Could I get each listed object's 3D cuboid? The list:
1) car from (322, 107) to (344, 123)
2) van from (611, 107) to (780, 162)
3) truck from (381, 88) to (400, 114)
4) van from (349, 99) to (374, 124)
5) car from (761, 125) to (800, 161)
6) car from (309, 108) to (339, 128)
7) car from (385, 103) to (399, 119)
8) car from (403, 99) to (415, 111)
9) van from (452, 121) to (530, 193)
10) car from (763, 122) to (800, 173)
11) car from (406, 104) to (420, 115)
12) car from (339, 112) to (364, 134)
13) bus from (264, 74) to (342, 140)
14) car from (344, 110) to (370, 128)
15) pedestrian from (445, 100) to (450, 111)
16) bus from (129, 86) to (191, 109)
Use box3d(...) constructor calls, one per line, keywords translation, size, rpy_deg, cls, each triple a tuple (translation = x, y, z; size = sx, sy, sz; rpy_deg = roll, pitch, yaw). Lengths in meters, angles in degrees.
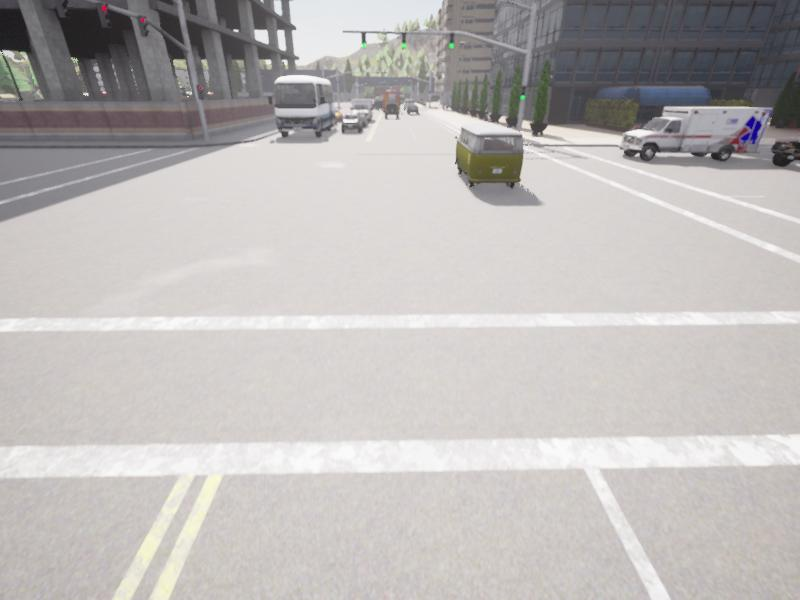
box3d(translation=(-7.979, -22.284, 48.055), size=(1.801, 1.575, 5.366), rpy_deg=(0, 27, -1), cls="car")
box3d(translation=(14.893, -8.560, 20.576), size=(6.366, 2.431, 2.351), rpy_deg=(-1, 27, -1), cls="van")
box3d(translation=(-1.695, -35.505, 71.251), size=(2.891, 3.827, 8.468), rpy_deg=(-2, 27, -4), cls="truck")
box3d(translation=(-4.470, -22.441, 47.442), size=(2.351, 2.431, 6.366), rpy_deg=(0, 27, -1), cls="van")
box3d(translation=(22.448, -8.247, 20.957), size=(5.008, 1.535, 1.882), rpy_deg=(-1, 27, -1), cls="car")
box3d(translation=(-7.843, -19.079, 41.741), size=(2.242, 1.667, 4.611), rpy_deg=(-1, 27, -1), cls="car")
box3d(translation=(-1.145, -26.477, 55.858), size=(1.905, 1.878, 3.866), rpy_deg=(0, 27, -1), cls="car")
box3d(translation=(1.838, -38.942, 79.867), size=(2.150, 2.045, 5.566), rpy_deg=(0, 27, -1), cls="car")
box3d(translation=(3.228, -5.564, 15.224), size=(1.775, 1.987, 4.442), rpy_deg=(0, 27, -1), cls="van")
box3d(translation=(19.143, -6.766, 17.693), size=(3.866, 1.878, 1.905), rpy_deg=(-1, 27, -1), cls="car")
box3d(translation=(2.131, -31.680, 66.350), size=(2.007, 1.525, 4.514), rpy_deg=(0, 27, -1), cls="car")
box3d(translation=(-4.201, -15.623, 35.177), size=(1.789, 1.549, 3.705), rpy_deg=(0, 27, -1), cls="car")
box3d(translation=(-7.551, -16.164, 33.275), size=(3.944, 4.253, 10.273), rpy_deg=(0, 27, -1), cls="bus")
box3d(translation=(-4.322, -18.550, 40.898), size=(2.128, 1.511, 4.902), rpy_deg=(0, 27, -1), cls="car")
box3d(translation=(9.278, -38.229, 78.526), size=(0.751, 1.860, 0.751), rpy_deg=(0, 27, -1), cls="pedestrian")
box3d(translation=(-52.176, -44.140, 87.278), size=(10.273, 4.253, 3.944), rpy_deg=(-1, 27, -1), cls="bus")
